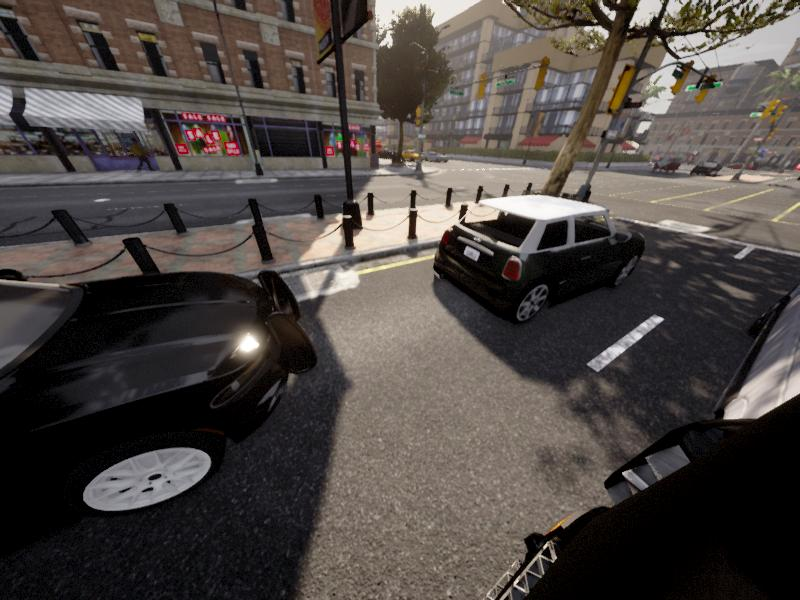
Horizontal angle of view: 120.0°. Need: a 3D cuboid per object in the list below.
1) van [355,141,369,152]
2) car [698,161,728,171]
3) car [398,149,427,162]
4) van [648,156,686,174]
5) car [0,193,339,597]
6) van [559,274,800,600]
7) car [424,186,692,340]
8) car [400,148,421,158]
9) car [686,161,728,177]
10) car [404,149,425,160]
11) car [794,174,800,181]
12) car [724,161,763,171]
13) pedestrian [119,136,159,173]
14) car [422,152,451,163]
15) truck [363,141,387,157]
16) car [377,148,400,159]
[{"bbox_3d":[-11.992,-48.238,72.513,1.988,2.561,5.915,-17,38,-26],"label":"van"},{"bbox_3d":[58.168,-24.880,42.913,5.357,1.411,2.033,-17,38,-26],"label":"car"},{"bbox_3d":[1.839,-22.673,36.207,1.801,1.575,5.366,-17,38,-26],"label":"car"},{"bbox_3d":[37.559,-19.008,32.469,4.442,1.987,1.775,-17,38,-26],"label":"van"},{"bbox_3d":[-3.268,0.652,1.181,5.238,1.638,1.930,-16,38,-25],"label":"car"},{"bbox_3d":[4.034,0.391,1.212,5.915,2.561,1.988,-17,38,-25],"label":"van"},{"bbox_3d":[2.632,-1.026,4.166,3.806,1.475,1.970,-15,37,-24],"label":"car"},{"bbox_3d":[2.126,-30.076,47.306,1.837,1.490,4.892,-17,38,-26],"label":"car"},{"bbox_3d":[41.364,-17.736,31.109,5.238,1.638,1.930,-17,38,-26],"label":"car"},{"bbox_3d":[2.520,-25.823,41.022,1.970,1.475,3.806,-17,38,-26],"label":"car"},{"bbox_3d":[52.265,-15.803,28.884,5.027,1.651,2.152,-17,38,-26],"label":"car"},{"bbox_3d":[71.925,-28.155,48.472,1.851,1.617,3.988,-3,34,-7],"label":"car"},{"bbox_3d":[-15.641,-8.738,13.910,0.751,1.860,0.751,-16,38,-25],"label":"pedestrian"},{"bbox_3d":[5.712,-22.619,36.608,1.895,1.301,4.718,-17,38,-26],"label":"car"},{"bbox_3d":[-5.006,-29.755,45.541,2.627,2.467,5.204,-17,38,-26],"label":"truck"},{"bbox_3d":[-2.040,-25.639,40.485,3.806,1.475,1.970,27,41,32],"label":"car"}]
